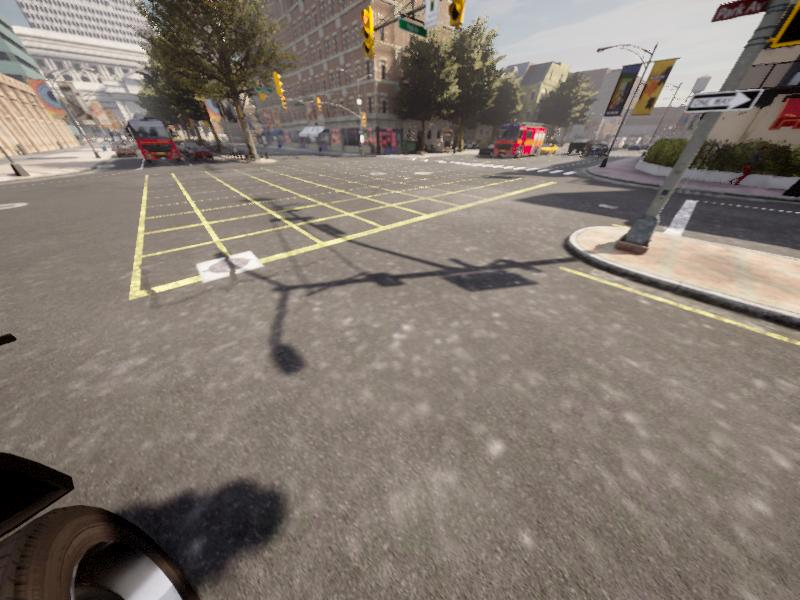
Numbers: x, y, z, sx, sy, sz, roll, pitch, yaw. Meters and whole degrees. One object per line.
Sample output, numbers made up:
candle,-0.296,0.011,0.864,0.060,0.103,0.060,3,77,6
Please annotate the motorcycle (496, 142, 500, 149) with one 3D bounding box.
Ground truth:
motorcycle,23.977,-37.963,56.576,0.764,1.277,2.356,2,34,21

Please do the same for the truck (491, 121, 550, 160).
truck,16.309,-21.474,31.159,8.468,3.827,2.891,-27,43,-33

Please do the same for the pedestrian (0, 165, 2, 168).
pedestrian,-31.954,-11.089,17.564,0.751,1.860,0.751,-26,43,-32

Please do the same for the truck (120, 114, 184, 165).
truck,-26.385,-17.144,24.787,2.891,3.827,8.468,-27,43,-33

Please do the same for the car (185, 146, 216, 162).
car,-23.370,-17.185,27.055,1.895,1.301,4.718,-27,43,-33

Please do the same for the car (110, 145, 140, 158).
car,-35.887,-19.496,30.260,1.895,1.301,4.718,-27,43,-33

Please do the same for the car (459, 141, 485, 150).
car,16.047,-34.556,51.710,2.038,1.542,4.974,-26,43,-32

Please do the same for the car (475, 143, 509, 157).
car,13.379,-21.783,33.475,5.238,1.638,1.930,-27,44,-34

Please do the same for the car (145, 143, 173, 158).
car,-31.473,-19.506,30.150,1.970,1.475,3.806,-27,43,-33

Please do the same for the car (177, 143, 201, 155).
car,-31.888,-22.821,34.850,1.970,1.475,3.806,-27,43,-33

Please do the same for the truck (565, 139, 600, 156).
truck,29.777,-24.977,37.698,6.274,2.098,2.390,-27,43,-33

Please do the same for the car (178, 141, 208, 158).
car,-27.958,-20.384,31.138,2.097,1.767,4.553,-27,43,-33

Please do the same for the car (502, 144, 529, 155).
car,18.737,-24.453,37.464,4.674,1.442,1.812,-27,43,-33

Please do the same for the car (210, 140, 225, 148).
car,-44.353,-37.908,56.192,1.970,1.475,3.806,-27,43,-33

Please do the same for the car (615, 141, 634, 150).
car,54.415,-37.443,55.915,5.238,1.638,1.930,-27,43,-33

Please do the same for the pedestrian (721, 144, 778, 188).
pedestrian,17.895,-6.897,11.880,0.751,1.860,0.751,-19,40,-25

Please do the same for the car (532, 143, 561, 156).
car,23.665,-24.334,37.202,5.366,1.575,1.801,-27,43,-33

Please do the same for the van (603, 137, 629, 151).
van,47.330,-34.128,50.482,6.366,2.431,2.351,-27,43,-33

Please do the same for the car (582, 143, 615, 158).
car,28.300,-21.320,32.908,4.856,1.649,2.033,-27,43,-33

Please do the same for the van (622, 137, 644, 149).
van,60.989,-41.143,60.508,6.366,2.431,2.351,-27,43,-33

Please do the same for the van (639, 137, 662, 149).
van,63.395,-39.672,58.434,6.366,2.431,2.351,-27,43,-33

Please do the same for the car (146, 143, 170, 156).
car,-35.865,-22.320,34.213,1.994,1.385,4.181,-28,44,-34
